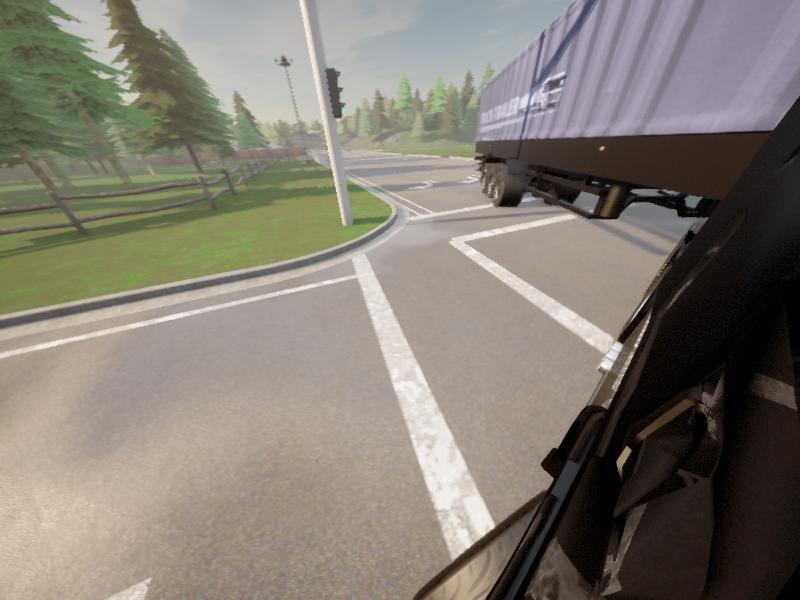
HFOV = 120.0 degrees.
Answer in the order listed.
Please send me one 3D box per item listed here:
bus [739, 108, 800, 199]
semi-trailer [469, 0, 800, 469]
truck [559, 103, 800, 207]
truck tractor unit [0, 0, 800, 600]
[{"bbox_3d":[16.099,-3.598,3.864,3.944,4.253,10.273,-16,36,-18],"label":"bus"},{"bbox_3d":[4.633,-4.576,6.206,2.717,4.402,14.254,1,35,5],"label":"semi-trailer"},{"bbox_3d":[9.837,-5.550,8.894,2.627,2.467,5.204,-15,36,-16],"label":"truck"},{"bbox_3d":[2.645,-0.295,0.351,6.516,4.208,3.053,-28,44,-30],"label":"truck tractor unit"}]
